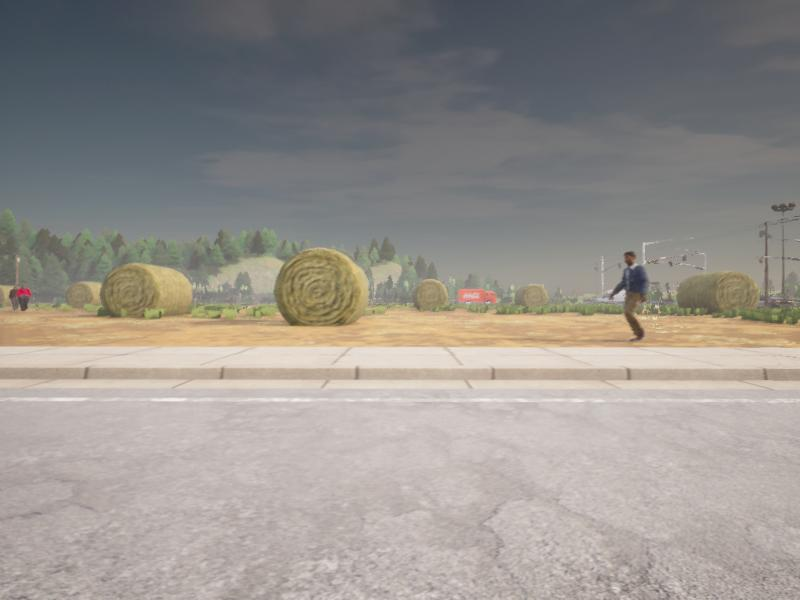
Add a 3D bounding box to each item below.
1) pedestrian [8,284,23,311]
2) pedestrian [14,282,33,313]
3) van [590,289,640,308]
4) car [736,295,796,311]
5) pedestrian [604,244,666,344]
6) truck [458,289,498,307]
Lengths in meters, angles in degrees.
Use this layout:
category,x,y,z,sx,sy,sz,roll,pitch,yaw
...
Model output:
category,x,y,z,sx,sy,sz,roll,pitch,yaw
pedestrian,-27.134,-0.158,28.215,0.751,1.860,0.751,0,0,-44
pedestrian,-23.675,-0.153,25.163,0.751,1.860,0.751,0,0,39
van,30.993,-0.230,57.841,5.915,2.561,1.988,1,0,14
car,39.170,0.307,43.016,2.038,1.542,4.974,0,0,2
pedestrian,4.591,-0.110,7.858,0.751,1.860,0.751,0,0,-9
truck,10.786,-0.241,55.772,5.204,2.467,2.627,0,0,4
